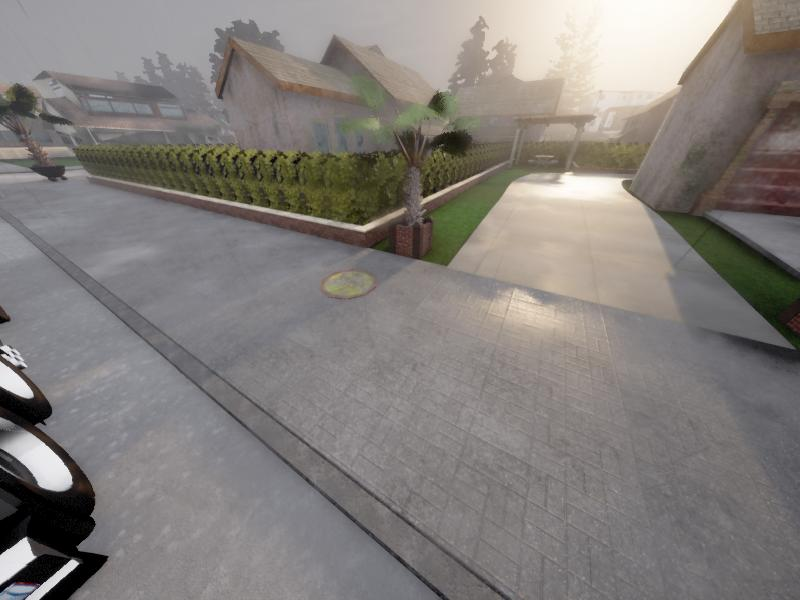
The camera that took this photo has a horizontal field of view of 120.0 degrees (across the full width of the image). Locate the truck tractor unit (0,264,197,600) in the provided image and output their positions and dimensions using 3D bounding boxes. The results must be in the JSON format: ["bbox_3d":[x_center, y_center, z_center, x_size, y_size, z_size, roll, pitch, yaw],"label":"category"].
[{"bbox_3d":[-5.111,-0.300,0.780,6.516,4.208,3.053,18,39,24],"label":"truck tractor unit"}]
